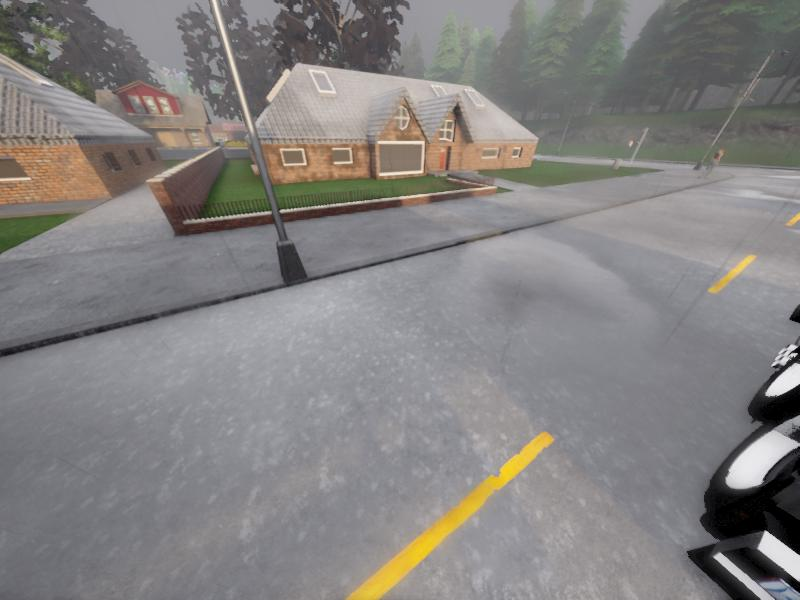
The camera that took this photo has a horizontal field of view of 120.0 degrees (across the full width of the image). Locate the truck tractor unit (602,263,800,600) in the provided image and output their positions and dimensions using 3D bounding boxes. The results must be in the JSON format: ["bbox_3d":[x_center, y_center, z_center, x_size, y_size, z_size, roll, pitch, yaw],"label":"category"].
[{"bbox_3d":[5.106,-0.306,0.783,6.516,4.208,3.053,-18,39,-24],"label":"truck tractor unit"}]

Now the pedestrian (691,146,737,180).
[{"bbox_3d":[20.541,-8.968,15.178,0.751,1.860,0.751,3,35,3],"label":"pedestrian"}]
